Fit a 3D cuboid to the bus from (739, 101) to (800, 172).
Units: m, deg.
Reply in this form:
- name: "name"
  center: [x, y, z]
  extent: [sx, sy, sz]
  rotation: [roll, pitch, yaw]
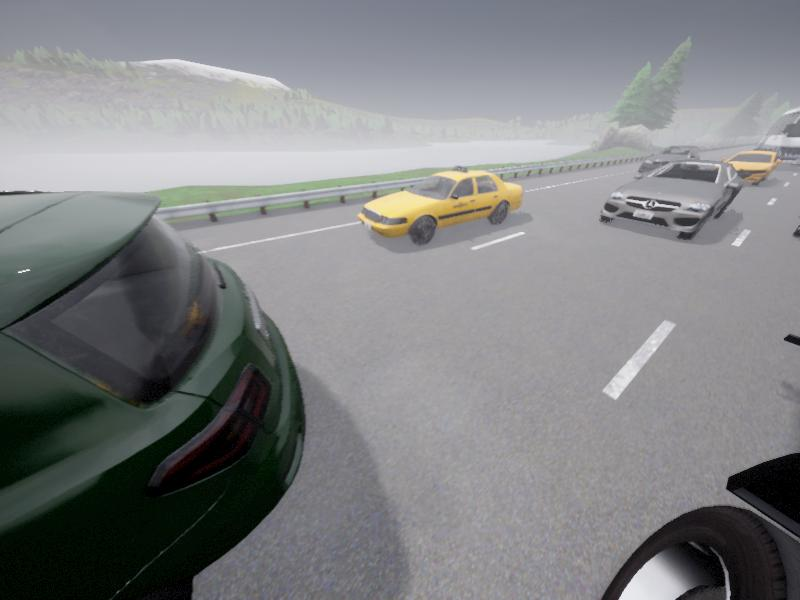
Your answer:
- name: "bus"
  center: [32.462, -13.038, 18.425]
  extent: [10.273, 4.253, 3.944]
  rotation: [-29, 43, -34]

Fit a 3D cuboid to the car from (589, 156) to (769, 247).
- name: "car"
  center: [8.587, -3.324, 7.130]
  extent: [5.027, 1.651, 2.152]
  rotation: [-21, 40, -27]

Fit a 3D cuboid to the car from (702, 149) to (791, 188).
- name: "car"
  center: [19.898, -7.655, 13.246]
  extent: [5.008, 1.535, 1.882]
  rotation: [-21, 40, -27]

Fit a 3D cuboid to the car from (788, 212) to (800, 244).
- name: "car"
  center: [12.398, -2.440, 5.706]
  extent: [4.553, 1.767, 2.097]
  rotation: [-21, 40, -27]

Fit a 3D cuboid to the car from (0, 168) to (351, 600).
- name: "car"
  center: [-3.260, 1.127, 0.555]
  extent: [5.566, 2.045, 2.150]
  rotation: [-22, 41, -28]

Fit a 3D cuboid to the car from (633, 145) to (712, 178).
- name: "car"
  center: [19.076, -9.818, 16.192]
  extent: [4.611, 1.667, 2.242]
  rotation: [-21, 40, -27]

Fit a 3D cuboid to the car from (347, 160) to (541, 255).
- name: "car"
  center: [1.442, -2.976, 6.720]
  extent: [5.366, 1.575, 1.801]
  rotation: [-21, 40, -27]
